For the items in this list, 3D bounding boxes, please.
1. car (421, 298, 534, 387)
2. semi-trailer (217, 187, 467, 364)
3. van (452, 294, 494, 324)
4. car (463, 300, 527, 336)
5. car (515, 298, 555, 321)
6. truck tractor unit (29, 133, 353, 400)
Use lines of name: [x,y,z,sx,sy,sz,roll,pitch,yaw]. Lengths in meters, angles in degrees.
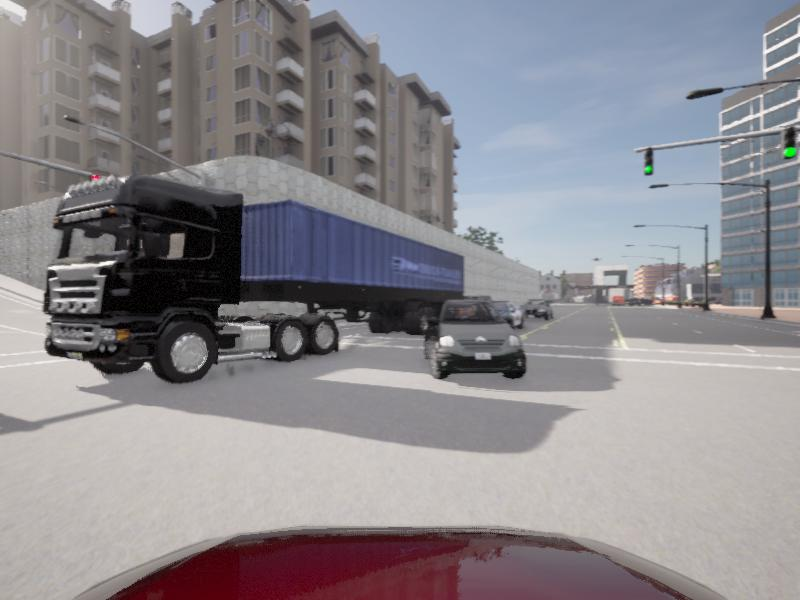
car: [1.523,0.779,9.292,1.851,1.617,3.988,0,0,0]
semi-trailer: [-0.674,-0.625,16.933,2.717,4.402,14.254,0,0,27]
van: [5.279,0.568,28.546,1.775,1.987,4.442,0,0,27]
car: [4.930,0.801,20.188,2.038,1.542,4.974,0,0,27]
car: [10.658,0.711,31.369,2.242,1.667,4.611,0,0,27]
truck tractor unit: [-4.276,-0.513,9.887,3.053,4.208,6.516,0,0,27]
